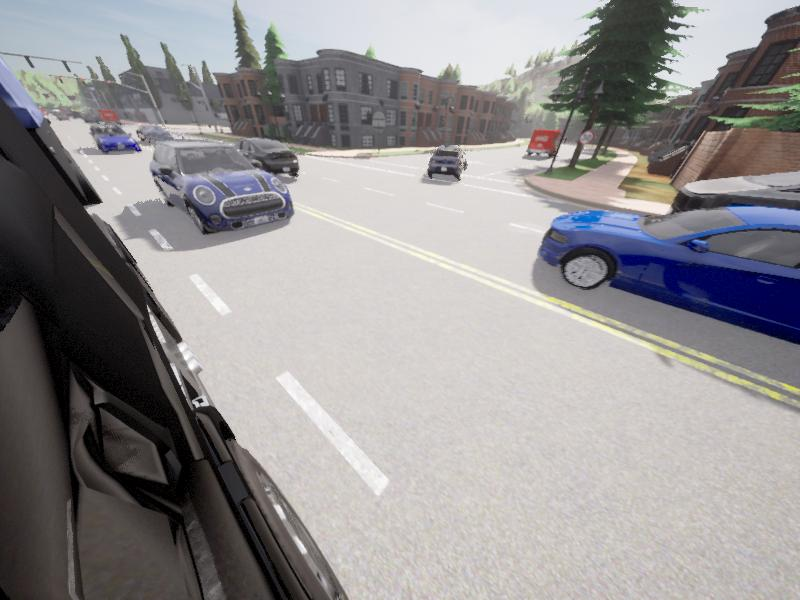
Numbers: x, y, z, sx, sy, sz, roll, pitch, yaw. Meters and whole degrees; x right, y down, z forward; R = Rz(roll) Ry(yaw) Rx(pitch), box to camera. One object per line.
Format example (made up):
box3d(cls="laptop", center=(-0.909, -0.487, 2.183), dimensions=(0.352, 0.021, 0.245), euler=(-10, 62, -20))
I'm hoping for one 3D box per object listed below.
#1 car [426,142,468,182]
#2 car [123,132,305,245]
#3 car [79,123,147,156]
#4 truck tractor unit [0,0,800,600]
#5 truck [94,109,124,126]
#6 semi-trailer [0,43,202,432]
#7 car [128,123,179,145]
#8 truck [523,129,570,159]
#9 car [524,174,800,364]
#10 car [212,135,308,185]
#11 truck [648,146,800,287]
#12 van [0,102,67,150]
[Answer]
box3d(cls="car", center=(2.787, -8.037, 13.254), dimensions=(1.816, 1.474, 4.193), euler=(10, 38, 11))
box3d(cls="car", center=(-4.959, -3.277, 6.184), dimensions=(4.553, 1.767, 2.097), euler=(28, 44, 30))
box3d(cls="car", center=(-19.495, -10.960, 15.665), dimensions=(4.514, 1.525, 2.007), euler=(28, 44, 30))
box3d(cls="truck tractor unit", center=(-2.645, -0.295, 0.352), dimensions=(6.516, 4.208, 3.053), euler=(28, 44, 30))
box3d(cls="truck", center=(-61.072, -38.311, 48.491), dimensions=(5.204, 2.467, 2.627), euler=(28, 44, 30))
box3d(cls="semi-trailer", center=(-8.701, -3.614, 4.209), dimensions=(14.254, 4.402, 2.717), euler=(28, 44, 30))
box3d(cls="car", center=(-23.353, -15.726, 21.852), dimensions=(5.357, 1.411, 2.033), euler=(28, 44, 30))
box3d(cls="truck", center=(16.445, -17.504, 25.848), dimensions=(2.627, 2.467, 5.204), euler=(30, 45, 31))
box3d(cls="car", center=(5.004, -0.578, 3.463), dimensions=(5.008, 1.535, 1.882), euler=(28, 44, 30))
box3d(cls="car", center=(-6.762, -6.869, 11.087), dimensions=(4.892, 1.490, 1.837), euler=(28, 44, 30))
box3d(cls="truck", center=(9.298, -1.253, 4.173), dimensions=(6.274, 2.098, 2.390), euler=(28, 44, 30))
box3d(cls="van", center=(-26.541, -12.359, 16.314), dimensions=(6.366, 2.431, 2.351), euler=(28, 44, 30))
